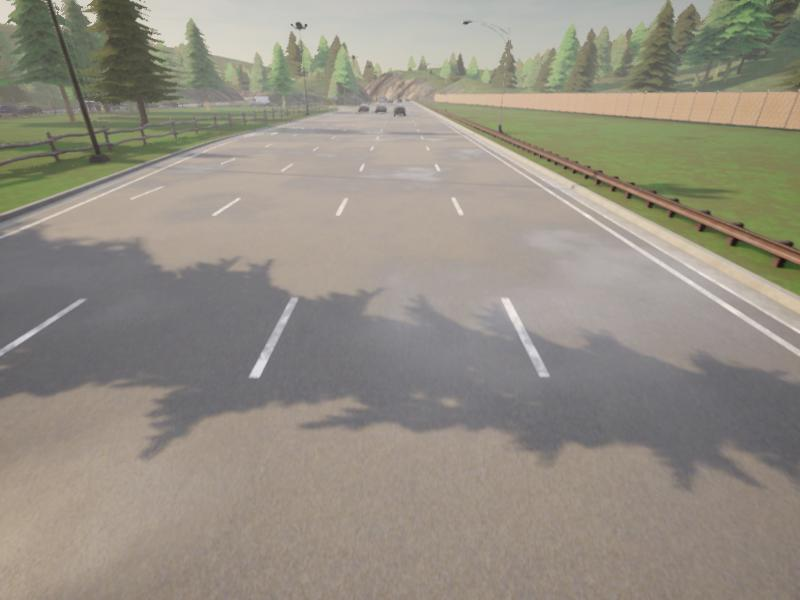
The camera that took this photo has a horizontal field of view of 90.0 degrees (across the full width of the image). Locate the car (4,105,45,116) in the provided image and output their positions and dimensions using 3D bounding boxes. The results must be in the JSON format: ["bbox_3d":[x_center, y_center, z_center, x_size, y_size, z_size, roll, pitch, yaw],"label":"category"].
[{"bbox_3d":[-61.021,-30.877,65.121,1.837,1.490,4.892,0,27,0],"label":"car"}]

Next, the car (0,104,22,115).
[{"bbox_3d":[-68.010,-32.534,68.316,1.882,1.535,5.008,0,27,0],"label":"car"}]

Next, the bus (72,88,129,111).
[{"bbox_3d":[-64.326,-43.353,86.393,3.944,4.253,10.273,0,27,0],"label":"bus"}]

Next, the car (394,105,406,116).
[{"bbox_3d":[-0.019,-30.720,64.780,1.837,1.490,4.892,0,27,0],"label":"car"}]

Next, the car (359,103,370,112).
[{"bbox_3d":[-7.022,-37.944,78.909,1.812,1.442,4.674,0,27,0],"label":"car"}]

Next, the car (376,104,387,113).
[{"bbox_3d":[-3.521,-36.406,75.973,1.994,1.385,4.181,0,27,0],"label":"car"}]
